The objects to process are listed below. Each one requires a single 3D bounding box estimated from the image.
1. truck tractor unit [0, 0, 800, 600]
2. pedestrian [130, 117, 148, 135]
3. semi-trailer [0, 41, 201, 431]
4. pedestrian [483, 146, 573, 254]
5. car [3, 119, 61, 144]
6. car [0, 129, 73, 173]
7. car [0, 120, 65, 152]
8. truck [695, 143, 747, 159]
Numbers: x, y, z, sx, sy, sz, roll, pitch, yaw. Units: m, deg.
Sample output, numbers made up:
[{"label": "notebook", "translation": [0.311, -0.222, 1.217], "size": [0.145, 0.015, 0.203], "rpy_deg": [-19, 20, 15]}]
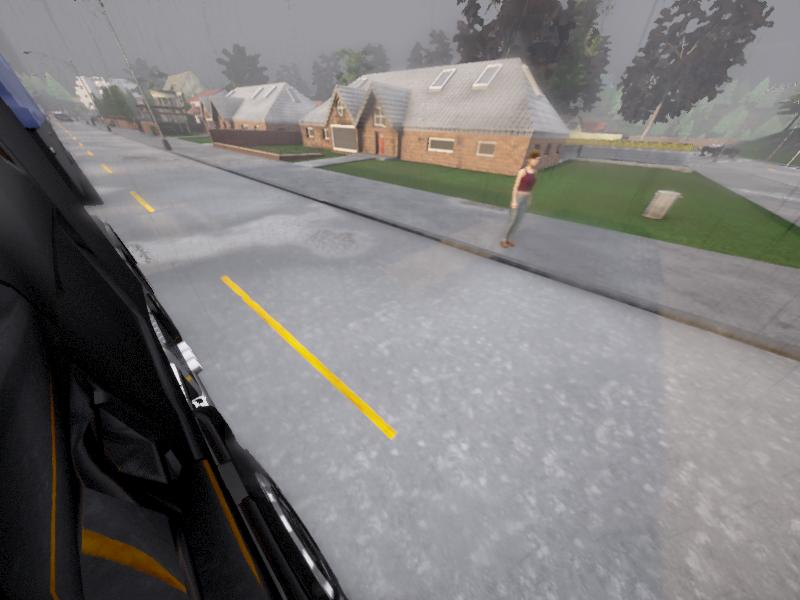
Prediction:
[{"label": "truck tractor unit", "translation": [-2.645, -0.295, 0.351], "size": [6.516, 4.208, 3.053], "rpy_deg": [28, 44, 30]}, {"label": "pedestrian", "translation": [-34.817, -23.259, 30.852], "size": [0.751, 1.860, 0.751], "rpy_deg": [-21, 43, -28]}, {"label": "semi-trailer", "translation": [-8.698, -3.601, 4.235], "size": [14.254, 4.402, 2.717], "rpy_deg": [28, 44, 30]}, {"label": "pedestrian", "translation": [2.478, -1.996, 4.730], "size": [0.751, 1.860, 0.751], "rpy_deg": [-8, 38, -14]}, {"label": "car", "translation": [-31.545, -14.587, 19.922], "size": [4.514, 1.525, 2.007], "rpy_deg": [28, 44, 30]}, {"label": "car", "translation": [-17.940, -7.273, 11.120], "size": [4.181, 1.385, 1.994], "rpy_deg": [28, 43, 30]}, {"label": "car", "translation": [-25.843, -11.548, 16.214], "size": [4.514, 1.525, 2.007], "rpy_deg": [28, 43, 30]}, {"label": "truck", "translation": [59.489, -27.684, 42.886], "size": [6.274, 2.098, 2.390], "rpy_deg": [-5, 37, -10]}]
